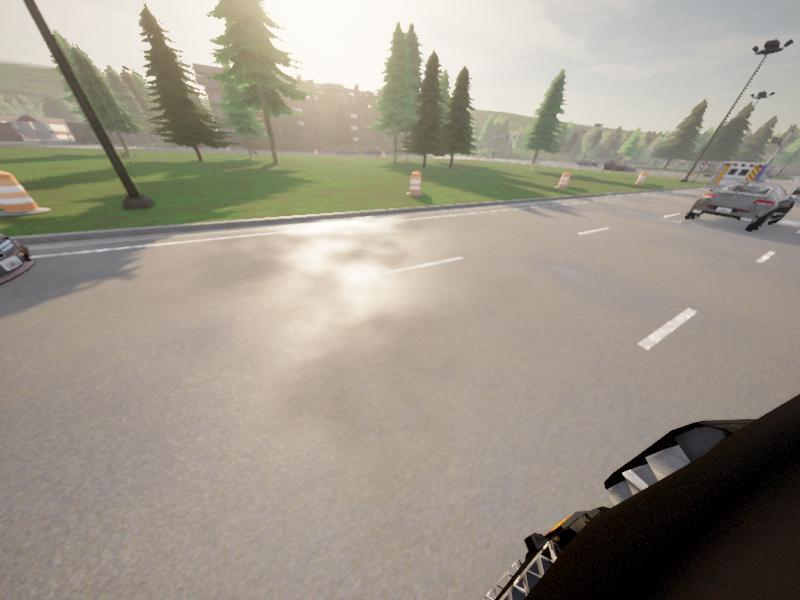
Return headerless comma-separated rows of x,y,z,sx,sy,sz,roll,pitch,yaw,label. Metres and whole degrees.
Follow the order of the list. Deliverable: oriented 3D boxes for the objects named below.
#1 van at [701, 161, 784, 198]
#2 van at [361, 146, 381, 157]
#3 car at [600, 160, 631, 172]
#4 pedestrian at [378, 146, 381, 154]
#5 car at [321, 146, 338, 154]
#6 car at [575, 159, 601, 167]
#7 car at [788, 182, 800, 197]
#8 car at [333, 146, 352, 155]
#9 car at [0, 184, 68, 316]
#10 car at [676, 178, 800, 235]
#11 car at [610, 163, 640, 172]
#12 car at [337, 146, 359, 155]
30.186,-10.714,20.396,6.366,2.431,2.351,-15,38,-25,van
-6.780,-35.028,54.499,4.442,1.987,1.775,-15,37,-25,van
45.125,-28.155,48.418,1.905,1.878,3.866,-14,37,-24,car
-6.407,-46.834,72.142,0.751,1.860,0.751,-13,37,-23,pedestrian
-18.032,-38.495,59.211,3.705,1.549,1.789,-15,37,-25,car
52.175,-38.094,64.217,1.930,1.638,5.238,-14,37,-24,car
38.747,-10.312,21.508,4.718,1.301,1.895,-15,37,-25,car
-13.605,-35.283,54.673,3.988,1.617,1.851,-15,37,-25,car
-7.934,-0.238,2.385,4.674,1.442,1.812,-15,37,-25,car
15.329,-4.317,10.266,5.027,1.651,2.152,-14,37,-24,car
48.371,-28.550,49.750,1.994,1.385,4.181,-14,37,-24,car
-13.077,-37.645,58.224,4.611,1.667,2.242,-15,37,-25,car
